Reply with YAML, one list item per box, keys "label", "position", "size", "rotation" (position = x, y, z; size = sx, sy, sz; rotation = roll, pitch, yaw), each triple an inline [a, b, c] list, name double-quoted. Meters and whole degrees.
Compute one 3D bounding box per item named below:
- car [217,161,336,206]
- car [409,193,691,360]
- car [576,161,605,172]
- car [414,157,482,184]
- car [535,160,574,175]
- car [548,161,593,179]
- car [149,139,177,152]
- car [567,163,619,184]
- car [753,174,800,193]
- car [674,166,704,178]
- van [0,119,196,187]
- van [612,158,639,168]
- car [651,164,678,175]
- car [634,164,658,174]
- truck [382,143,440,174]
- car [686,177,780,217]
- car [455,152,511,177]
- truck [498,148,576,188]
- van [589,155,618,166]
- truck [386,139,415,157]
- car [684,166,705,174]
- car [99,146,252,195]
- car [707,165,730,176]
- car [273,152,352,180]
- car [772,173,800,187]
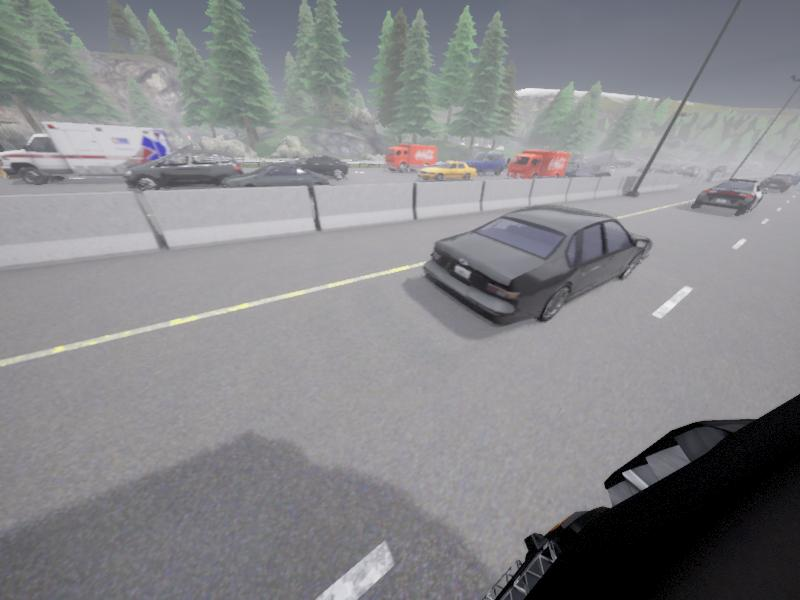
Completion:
- label: "car"
  position: [-5.318, -5.280, 10.279]
  size: [4.181, 1.385, 1.994]
  rotation: [-17, 39, -28]
- label: "car"
  position: [3.010, -1.021, 4.496]
  size: [5.357, 1.411, 2.033]
  rotation: [-17, 38, -28]
- label: "car"
  position: [35.196, -24.629, 42.578]
  size: [4.974, 1.542, 2.038]
  rotation: [-17, 38, -27]
- label: "car"
  position: [3.944, -10.497, 18.702]
  size: [5.366, 1.575, 1.801]
  rotation: [-17, 38, -27]
- label: "car"
  position: [21.022, -18.024, 31.428]
  size: [5.366, 1.575, 1.801]
  rotation: [-17, 39, -27]
- label: "car"
  position: [20.420, -15.593, 27.631]
  size: [4.611, 1.667, 2.242]
  rotation: [-17, 38, -27]
- label: "car"
  position: [-36.440, -23.815, 35.622]
  size: [2.128, 1.511, 4.902]
  rotation: [-19, 39, -29]
- label: "car"
  position: [20.083, -13.196, 24.026]
  size: [4.856, 1.649, 2.033]
  rotation: [-17, 38, -28]
- label: "car"
  position: [41.223, -12.822, 25.234]
  size: [4.974, 1.542, 2.038]
  rotation: [-17, 38, -28]
- label: "car"
  position: [51.227, -22.746, 40.966]
  size: [4.974, 1.542, 2.038]
  rotation: [-17, 38, -27]
- label: "van"
  position: [-14.900, -7.315, 11.623]
  size: [6.366, 2.431, 2.351]
  rotation: [-17, 38, -28]
- label: "van"
  position: [62.322, -37.951, 64.045]
  size: [2.069, 2.038, 4.480]
  rotation: [-14, 37, -23]
- label: "car"
  position: [54.807, -27.056, 47.806]
  size: [4.611, 1.667, 2.242]
  rotation: [-17, 38, -27]
- label: "car"
  position: [48.153, -25.727, 45.239]
  size: [3.633, 1.501, 1.845]
  rotation: [-17, 38, -27]
- label: "truck"
  position: [1.090, -14.539, 23.769]
  size: [5.204, 2.467, 2.627]
  rotation: [-17, 38, -28]
- label: "car"
  position: [18.820, -5.942, 13.056]
  size: [4.974, 1.542, 2.038]
  rotation: [-17, 38, -28]
- label: "car"
  position: [8.905, -14.495, 24.703]
  size: [5.566, 2.045, 2.150]
  rotation: [-18, 39, -27]
- label: "truck"
  position: [11.128, -10.792, 18.919]
  size: [5.204, 2.467, 2.627]
  rotation: [-17, 38, -27]
- label: "van"
  position: [61.743, -42.366, 70.165]
  size: [1.988, 2.561, 5.915]
  rotation: [-17, 39, -28]
- label: "truck"
  position: [0.009, -42.861, 65.155]
  size: [8.468, 3.827, 2.891]
  rotation: [30, 42, 35]
- label: "car"
  position: [68.869, -30.417, 54.011]
  size: [3.988, 1.617, 1.851]
  rotation: [-17, 38, -27]
- label: "car"
  position: [-10.061, -6.217, 11.041]
  size: [4.611, 1.667, 2.242]
  rotation: [-17, 38, -28]
- label: "car"
  position: [72.112, -29.275, 52.239]
  size: [3.866, 1.878, 1.905]
  rotation: [-17, 38, -27]
- label: "car"
  position: [-6.146, -9.635, 16.673]
  size: [4.892, 1.490, 1.837]
  rotation: [-17, 38, -28]
- label: "car"
  position: [58.253, -18.017, 34.516]
  size: [4.514, 1.525, 2.007]
  rotation: [-17, 38, -27]
